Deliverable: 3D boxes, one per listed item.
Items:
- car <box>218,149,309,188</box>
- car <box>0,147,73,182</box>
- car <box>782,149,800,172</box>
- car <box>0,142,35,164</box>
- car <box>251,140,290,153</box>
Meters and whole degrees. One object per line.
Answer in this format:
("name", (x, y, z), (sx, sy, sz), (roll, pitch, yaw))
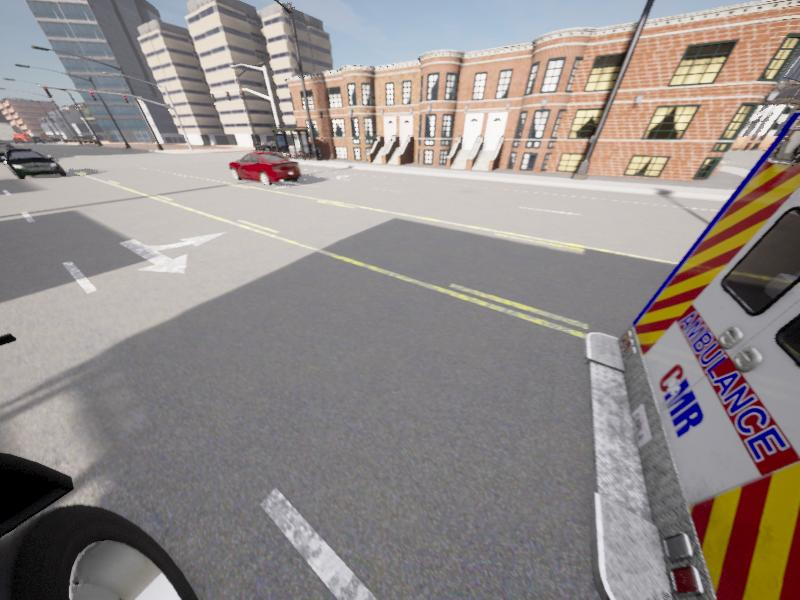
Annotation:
("car", (-7.916, -7.715, 13.389), (5.008, 1.535, 1.882), (21, 40, 26))
("car", (-23.814, -8.840, 14.900), (4.974, 1.542, 2.038), (20, 40, 26))
("car", (33.382, -10.776, 17.977), (1.837, 1.490, 4.892), (20, 40, 26))
("car", (-38.431, -14.356, 22.473), (4.611, 1.667, 2.242), (20, 40, 26))
("car", (-21.153, -25.314, 38.046), (1.930, 1.638, 5.238), (20, 40, 26))
